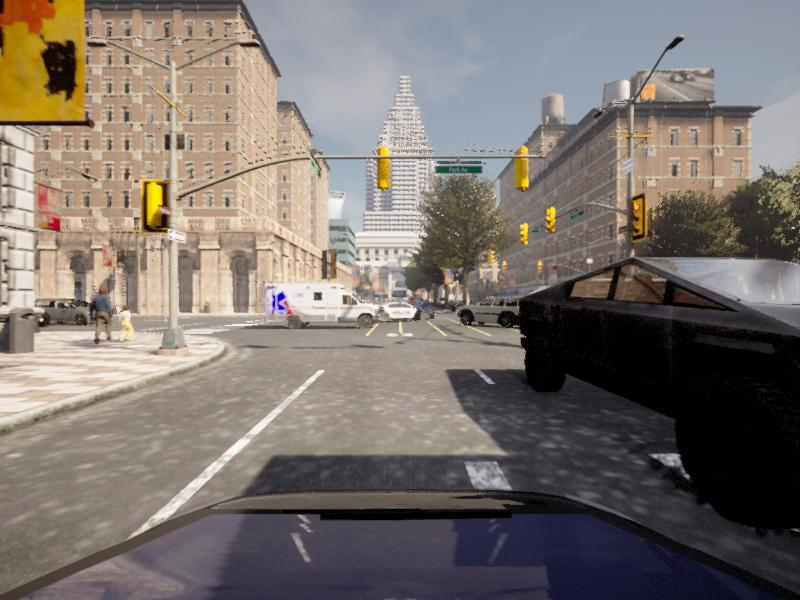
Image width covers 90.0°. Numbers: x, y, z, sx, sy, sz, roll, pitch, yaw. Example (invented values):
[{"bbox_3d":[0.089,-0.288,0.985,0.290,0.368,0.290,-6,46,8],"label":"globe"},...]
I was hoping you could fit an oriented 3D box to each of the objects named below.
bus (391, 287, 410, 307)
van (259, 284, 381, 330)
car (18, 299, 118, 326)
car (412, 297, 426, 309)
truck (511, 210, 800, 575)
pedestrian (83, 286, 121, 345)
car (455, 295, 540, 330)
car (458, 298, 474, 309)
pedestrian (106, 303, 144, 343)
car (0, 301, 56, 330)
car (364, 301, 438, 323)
[{"bbox_3d":[0.049,-0.582,90.411,3.944,4.253,10.273,0,0,0],"label":"bus"},{"bbox_3d":[-4.303,0.367,22.478,6.366,2.431,2.351,0,0,0],"label":"van"},{"bbox_3d":[-21.331,0.744,25.874,4.611,1.667,2.242,0,0,0],"label":"car"},{"bbox_3d":[3.442,0.537,73.559,2.150,2.045,5.566,0,0,0],"label":"car"},{"bbox_3d":[3.495,0.557,5.095,2.390,2.098,6.274,0,-1,0],"label":"truck"},{"bbox_3d":[-9.742,0.479,13.110,0.751,1.860,0.751,0,0,-14],"label":"pedestrian"},{"bbox_3d":[5.702,0.644,23.809,1.932,1.855,4.605,0,1,-43],"label":"car"},{"bbox_3d":[11.445,0.619,69.754,1.932,1.855,4.605,0,0,0],"label":"car"},{"bbox_3d":[-9.228,0.758,13.455,0.751,1.300,0.751,0,0,1],"label":"pedestrian"},{"bbox_3d":[-22.346,0.818,22.370,4.514,1.525,2.007,0,0,0],"label":"car"},{"bbox_3d":[0.050,0.812,29.141,4.974,1.542,2.038,0,0,-19],"label":"car"}]
